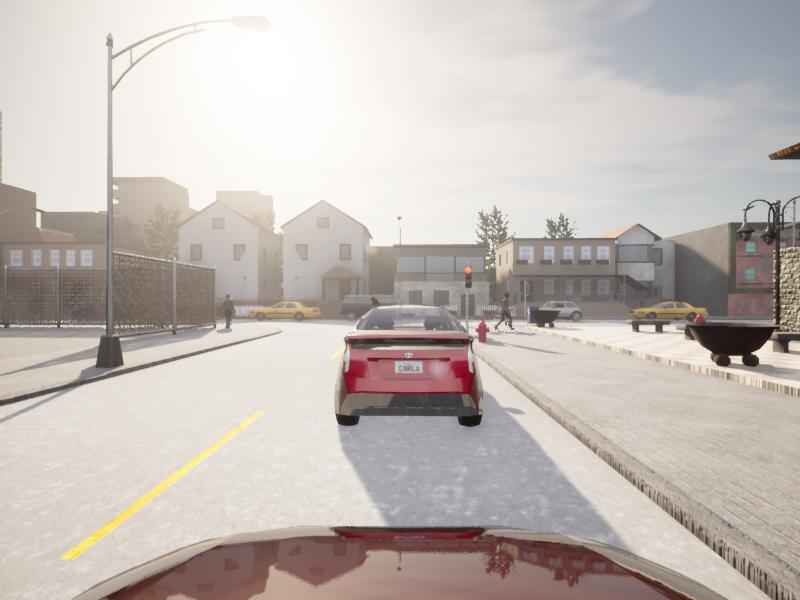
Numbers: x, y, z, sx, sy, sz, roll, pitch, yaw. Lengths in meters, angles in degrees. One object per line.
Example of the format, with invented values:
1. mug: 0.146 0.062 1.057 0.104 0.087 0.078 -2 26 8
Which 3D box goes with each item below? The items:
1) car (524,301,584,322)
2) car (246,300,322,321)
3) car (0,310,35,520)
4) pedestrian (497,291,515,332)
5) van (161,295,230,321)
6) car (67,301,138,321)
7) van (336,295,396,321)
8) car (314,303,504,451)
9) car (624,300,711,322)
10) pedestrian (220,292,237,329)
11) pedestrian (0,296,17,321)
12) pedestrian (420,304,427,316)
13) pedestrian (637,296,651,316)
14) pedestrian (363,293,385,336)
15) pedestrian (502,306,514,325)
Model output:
1. car: 11.638 0.853 30.357 3.806 1.475 1.970 0 0 1
2. car: -8.855 0.801 30.810 5.366 1.575 1.801 0 0 1
3. car: -4.006 0.836 0.742 2.128 1.511 4.902 0 0 1
4. pedestrian: 4.942 0.525 18.671 0.751 1.860 0.751 0 0 11
5. van: -15.702 0.598 30.885 4.442 1.987 1.775 0 0 2
6. car: -23.064 0.854 31.099 4.193 1.474 1.816 0 0 2
7. van: -2.525 0.598 30.669 4.442 1.987 1.775 0 0 1
8. car: 0.137 0.828 6.489 2.007 1.525 4.514 0 0 1
9. car: 20.071 0.801 30.172 5.366 1.575 1.801 0 0 1
10. pedestrian: -8.989 0.534 20.989 0.751 1.860 0.751 0 0 -20
11. pedestrian: -29.243 0.637 29.856 0.751 1.860 0.751 0 0 34
12. pedestrian: 2.110 0.913 35.778 0.500 1.100 0.500 0 0 -11
13. pedestrian: 21.990 0.533 36.040 0.751 1.860 0.751 0 0 1
14. pedestrian: -1.175 0.637 18.089 0.751 1.860 0.751 0 0 21
15. pedestrian: 6.298 0.905 23.347 0.500 1.100 0.500 0 0 37
